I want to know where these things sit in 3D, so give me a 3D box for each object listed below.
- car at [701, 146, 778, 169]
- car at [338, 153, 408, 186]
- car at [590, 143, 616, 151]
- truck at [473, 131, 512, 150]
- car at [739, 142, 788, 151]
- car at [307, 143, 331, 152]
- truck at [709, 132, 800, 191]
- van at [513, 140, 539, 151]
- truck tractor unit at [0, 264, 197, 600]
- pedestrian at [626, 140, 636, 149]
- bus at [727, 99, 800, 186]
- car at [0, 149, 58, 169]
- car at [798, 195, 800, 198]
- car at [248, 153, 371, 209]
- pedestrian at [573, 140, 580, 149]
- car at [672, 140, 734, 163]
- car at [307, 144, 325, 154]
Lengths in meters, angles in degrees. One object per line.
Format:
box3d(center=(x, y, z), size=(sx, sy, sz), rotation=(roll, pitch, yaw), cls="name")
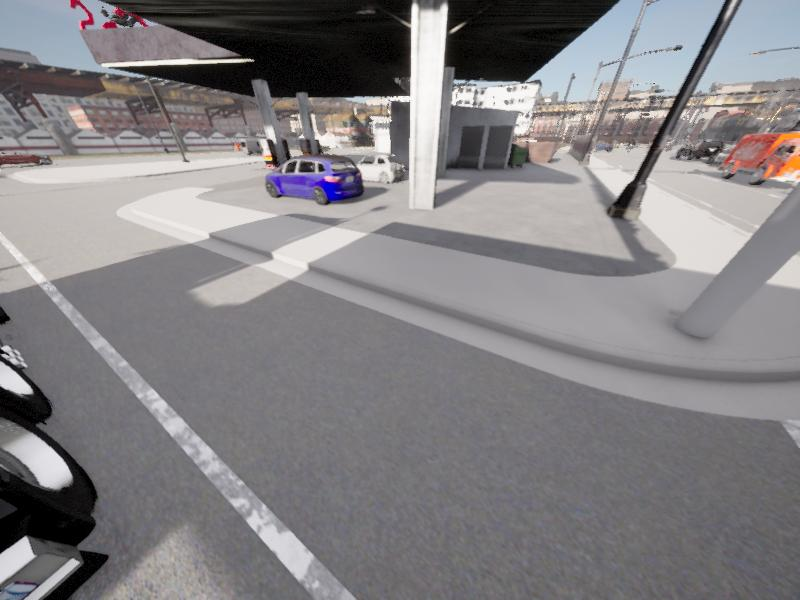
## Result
box3d(center=(31.232, -13.363, 21.565), size=(2.038, 1.542, 4.974), rotation=(16, 38, 23), cls="car")
box3d(center=(-1.661, -8.276, 14.534), size=(3.806, 1.475, 1.970), rotation=(18, 39, 25), cls="car")
box3d(center=(43.704, -33.111, 49.947), size=(3.806, 1.475, 1.970), rotation=(19, 39, 25), cls="car")
box3d(center=(23.412, -40.695, 58.915), size=(8.468, 3.827, 2.891), rotation=(14, 37, 20), cls="truck")
box3d(center=(65.924, -27.901, 41.995), size=(4.181, 1.385, 1.994), rotation=(18, 39, 25), cls="car")
box3d(center=(-18.409, -34.922, 52.820), size=(4.553, 1.767, 2.097), rotation=(-23, 41, -29), cls="car")
box3d(center=(21.523, -7.969, 13.085), size=(2.627, 2.467, 5.204), rotation=(17, 39, 24), cls="truck")
box3d(center=(27.723, -34.048, 50.888), size=(4.480, 2.038, 2.069), rotation=(18, 39, 24), cls="van")
box3d(center=(-5.116, -0.295, 0.781), size=(6.516, 4.208, 3.053), rotation=(18, 39, 24), cls="truck tractor unit")
box3d(center=(54.434, -36.677, 54.512), size=(0.751, 1.860, 0.751), rotation=(12, 37, 18), cls="pedestrian")
box3d(center=(25.642, -9.022, 12.999), size=(3.944, 4.253, 10.273), rotation=(18, 39, 24), cls="bus")
box3d(center=(-42.417, -15.502, 25.298), size=(2.152, 1.651, 5.027), rotation=(16, 38, 23), cls="car")
box3d(center=(17.984, -3.822, 8.188), size=(1.895, 1.301, 4.718), rotation=(17, 39, 24), cls="car")
box3d(center=(-3.869, -5.337, 10.051), size=(4.611, 1.667, 2.242), rotation=(18, 39, 25), cls="car")
box3d(center=(45.264, -39.905, 59.245), size=(0.751, 1.860, 0.751), rotation=(-1, 35, -1), cls="pedestrian")
box3d(center=(35.152, -17.580, 27.137), size=(2.150, 2.045, 5.566), rotation=(16, 38, 22), cls="car")
box3d(center=(-16.854, -30.514, 46.604), size=(1.930, 1.638, 5.238), rotation=(-2, 35, -2), cls="car")
